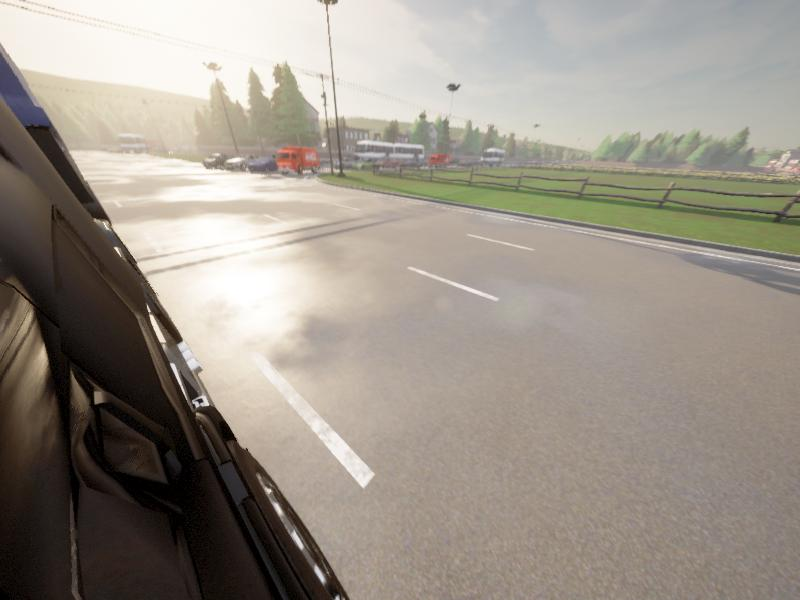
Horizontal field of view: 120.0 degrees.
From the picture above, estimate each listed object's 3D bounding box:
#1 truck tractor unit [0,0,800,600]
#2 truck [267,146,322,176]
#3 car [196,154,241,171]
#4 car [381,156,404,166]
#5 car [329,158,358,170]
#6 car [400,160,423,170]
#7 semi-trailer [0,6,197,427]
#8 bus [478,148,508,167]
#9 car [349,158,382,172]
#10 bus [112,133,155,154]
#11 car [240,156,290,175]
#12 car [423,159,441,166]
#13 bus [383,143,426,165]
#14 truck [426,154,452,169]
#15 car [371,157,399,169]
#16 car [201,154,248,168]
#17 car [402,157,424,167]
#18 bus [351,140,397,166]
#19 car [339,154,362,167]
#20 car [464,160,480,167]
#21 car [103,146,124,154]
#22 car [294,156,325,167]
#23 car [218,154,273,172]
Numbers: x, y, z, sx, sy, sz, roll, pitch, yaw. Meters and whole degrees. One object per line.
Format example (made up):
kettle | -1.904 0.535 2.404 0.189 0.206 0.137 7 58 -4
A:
truck tractor unit | -2.645 -0.295 0.351 6.516 4.208 3.053 28 44 30
truck | -10.915 -14.789 24.604 2.627 2.467 5.204 6 32 8
car | -20.992 -16.120 26.950 1.789 1.549 3.705 7 32 9
car | -1.605 -30.518 50.844 4.611 1.667 2.242 -19 38 -30
car | -8.416 -20.557 34.826 1.970 1.475 3.806 25 39 31
car | 2.047 -24.123 41.225 1.994 1.385 4.181 25 39 31
semi-trailer | -8.751 -3.267 4.560 14.254 4.402 2.717 24 38 33
bus | 26.817 -40.770 66.427 3.944 4.253 10.273 25 38 31
car | -4.978 -19.775 33.753 2.007 1.525 4.514 25 39 31
bus | -71.527 -42.111 62.443 3.944 4.253 10.273 -15 36 -25
car | -14.484 -14.813 25.296 1.882 1.535 5.008 6 33 8
car | 7.905 -33.770 56.759 2.163 1.488 4.792 25 39 31
bus | 1.181 -36.080 57.410 10.273 4.253 3.944 -19 37 -30
truck | 7.908 -28.255 47.109 2.627 2.467 5.204 25 38 31
car | -2.601 -24.288 40.915 2.242 1.667 4.611 25 39 31
car | -23.427 -18.787 31.125 1.812 1.442 4.674 14 34 18
car | 2.917 -30.604 51.261 2.242 1.667 4.611 28 40 35
bus | -5.342 -32.169 50.809 3.944 4.253 10.273 24 38 30
car | -9.238 -26.144 43.233 1.905 1.878 3.866 25 39 31
car | 20.368 -38.654 65.238 2.128 1.511 4.902 25 39 31
car | -73.003 -38.392 59.008 1.801 1.575 5.366 -18 37 -28
car | -14.630 -22.486 37.599 1.994 1.385 4.181 24 38 31
car | -17.674 -15.939 26.802 2.152 1.651 5.027 10 33 13
